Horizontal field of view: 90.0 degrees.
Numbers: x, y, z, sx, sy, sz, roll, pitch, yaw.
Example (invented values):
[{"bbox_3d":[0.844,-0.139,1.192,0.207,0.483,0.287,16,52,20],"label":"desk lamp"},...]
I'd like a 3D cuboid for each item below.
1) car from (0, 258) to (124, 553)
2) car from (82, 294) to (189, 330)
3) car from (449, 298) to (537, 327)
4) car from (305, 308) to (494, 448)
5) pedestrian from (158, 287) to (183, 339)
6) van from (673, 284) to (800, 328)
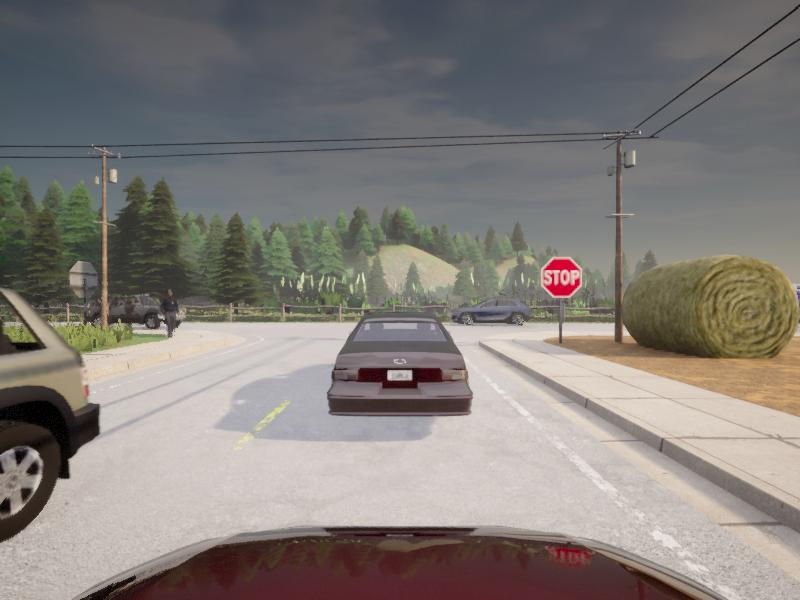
[{"bbox_3d":[-3.480,0.653,1.329,1.932,1.855,4.605,0,0,0],"label":"car"},{"bbox_3d":[-14.131,0.601,21.526,4.605,1.855,1.932,0,0,5],"label":"car"},{"bbox_3d":[5.490,0.725,24.162,4.856,1.649,2.033,0,0,3],"label":"car"},{"bbox_3d":[-0.001,0.889,6.985,2.033,1.411,5.357,0,0,0],"label":"car"},{"bbox_3d":[-8.532,0.473,14.850,0.751,1.860,0.751,0,0,-34],"label":"pedestrian"},{"bbox_3d":[20.060,0.325,23.466,6.366,2.431,2.351,0,0,3],"label":"van"}]
